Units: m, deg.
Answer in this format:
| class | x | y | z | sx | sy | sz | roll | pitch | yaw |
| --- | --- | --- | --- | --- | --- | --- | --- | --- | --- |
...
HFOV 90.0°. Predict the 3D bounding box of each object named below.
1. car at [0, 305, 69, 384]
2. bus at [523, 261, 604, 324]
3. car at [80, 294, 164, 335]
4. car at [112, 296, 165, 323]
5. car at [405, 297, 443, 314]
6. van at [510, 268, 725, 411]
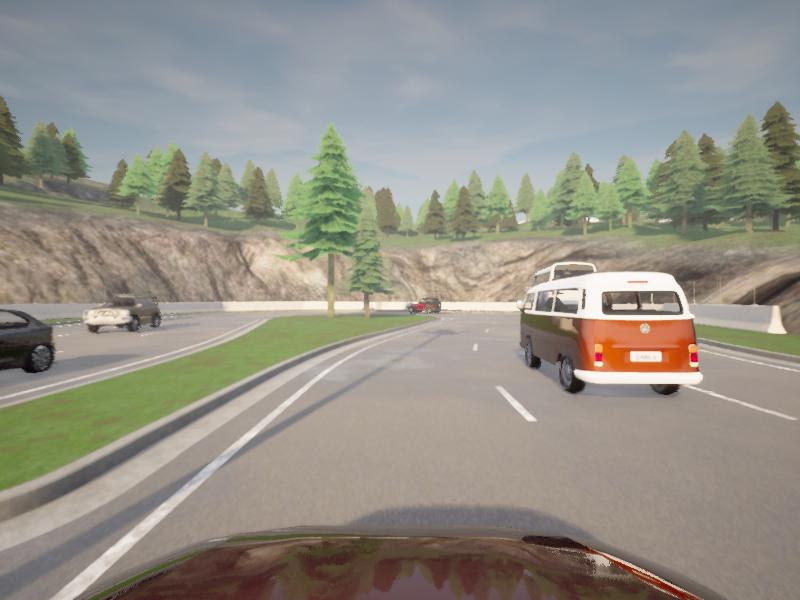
| class | x | y | z | sx | sy | sz | roll | pitch | yaw |
| --- | --- | --- | --- | --- | --- | --- | --- | --- | --- |
| car | -8.473 | 0.854 | 7.165 | 1.816 | 1.474 | 4.193 | 0 | 0 | -4 |
| bus | 12.818 | -0.536 | 32.755 | 3.944 | 4.253 | 10.273 | 1 | 0 | 10 |
| car | -13.893 | 0.651 | 20.359 | 1.932 | 1.855 | 4.605 | 0 | 0 | -13 |
| car | -19.442 | 0.645 | 29.915 | 1.905 | 1.878 | 3.866 | 0 | 0 | -10 |
| car | 2.778 | 0.645 | 45.637 | 3.866 | 1.878 | 1.905 | 0 | 0 | 31 |
| van | 3.735 | 0.571 | 8.009 | 2.069 | 2.038 | 4.480 | 0 | 0 | 4 |
